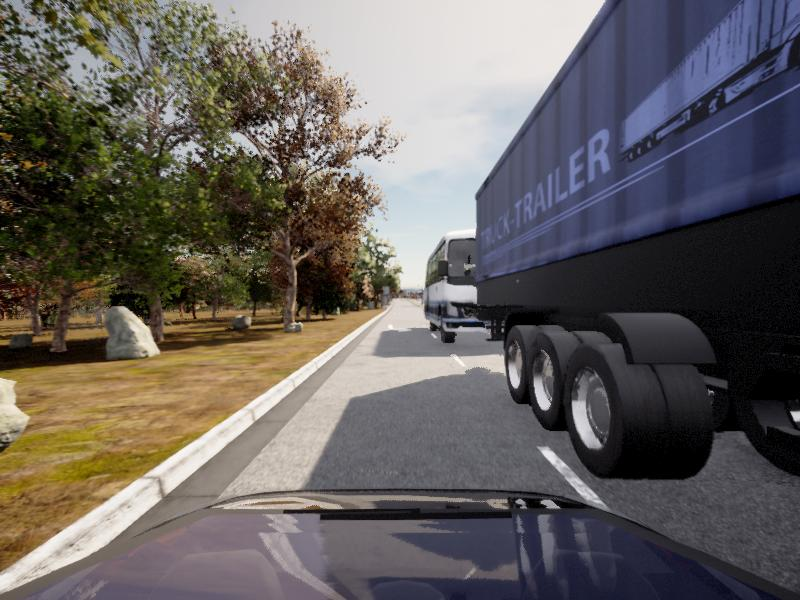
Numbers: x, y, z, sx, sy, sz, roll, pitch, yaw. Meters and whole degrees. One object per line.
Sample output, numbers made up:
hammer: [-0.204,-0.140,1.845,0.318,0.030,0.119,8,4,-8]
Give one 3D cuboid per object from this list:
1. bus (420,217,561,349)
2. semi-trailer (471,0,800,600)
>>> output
bus: [3.164,-0.524,18.041,3.944,4.253,10.273,0,0,-1]
semi-trailer: [3.000,-0.618,2.321,2.717,4.402,14.254,0,0,0]
